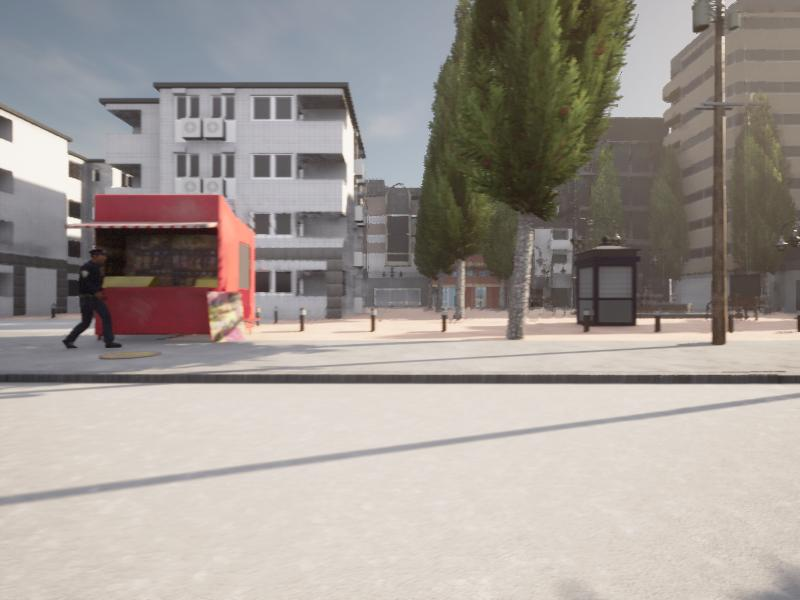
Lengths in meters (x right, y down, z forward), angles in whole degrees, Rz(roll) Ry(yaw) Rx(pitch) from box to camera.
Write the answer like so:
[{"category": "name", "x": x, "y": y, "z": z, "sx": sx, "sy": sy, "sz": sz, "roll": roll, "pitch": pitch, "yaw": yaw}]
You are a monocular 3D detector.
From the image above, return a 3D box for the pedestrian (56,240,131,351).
[{"category": "pedestrian", "x": -5.378, "y": -0.071, "z": 7.061, "sx": 0.751, "sy": 1.860, "sz": 0.751, "roll": 0, "pitch": 0, "yaw": -1}]
